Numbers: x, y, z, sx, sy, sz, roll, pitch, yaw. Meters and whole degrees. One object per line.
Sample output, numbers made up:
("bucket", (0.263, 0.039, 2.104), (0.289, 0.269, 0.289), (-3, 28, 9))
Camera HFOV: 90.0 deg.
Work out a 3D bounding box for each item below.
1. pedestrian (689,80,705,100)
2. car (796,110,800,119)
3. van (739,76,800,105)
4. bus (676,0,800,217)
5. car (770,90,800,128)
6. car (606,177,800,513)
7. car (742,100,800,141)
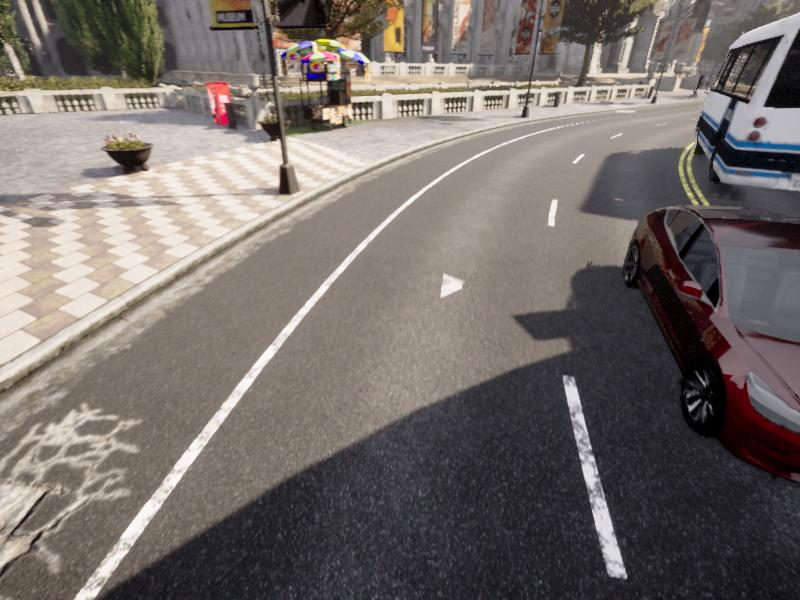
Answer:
("pedestrian", (31.387, -22.243, 42.311), (0.751, 1.860, 0.751), (15, 33, 24))
("car", (30.987, -14.086, 29.068), (4.514, 1.525, 2.007), (-22, 37, -33))
("van", (38.591, -21.862, 41.576), (6.366, 2.431, 2.351), (-17, 34, -27))
("bus", (11.792, -6.104, 12.414), (3.944, 4.253, 10.273), (16, 33, 25))
("car", (25.367, -11.959, 24.991), (4.605, 1.855, 1.932), (-22, 37, -34))
("car", (4.182, -0.059, 4.707), (2.163, 1.488, 4.792), (8, 31, 13))
("car", (20.323, -9.654, 21.317), (4.514, 1.525, 2.007), (-25, 39, -36))
